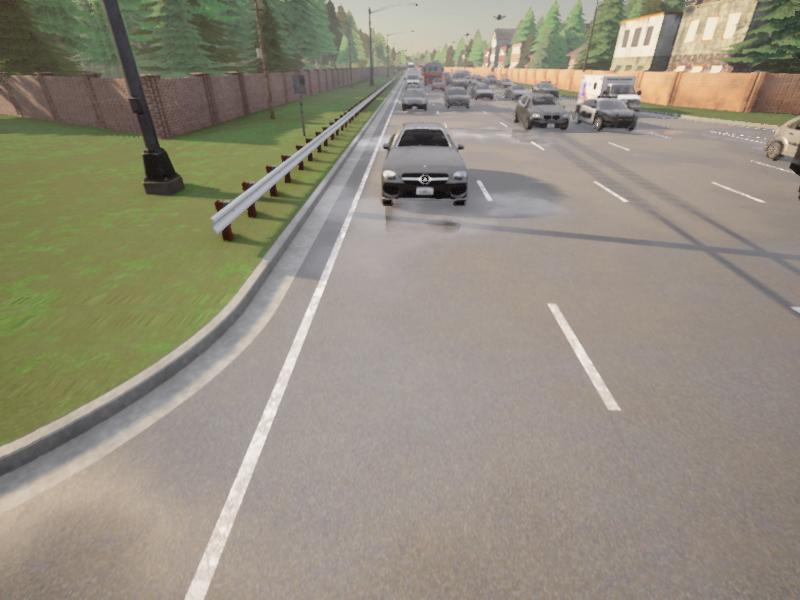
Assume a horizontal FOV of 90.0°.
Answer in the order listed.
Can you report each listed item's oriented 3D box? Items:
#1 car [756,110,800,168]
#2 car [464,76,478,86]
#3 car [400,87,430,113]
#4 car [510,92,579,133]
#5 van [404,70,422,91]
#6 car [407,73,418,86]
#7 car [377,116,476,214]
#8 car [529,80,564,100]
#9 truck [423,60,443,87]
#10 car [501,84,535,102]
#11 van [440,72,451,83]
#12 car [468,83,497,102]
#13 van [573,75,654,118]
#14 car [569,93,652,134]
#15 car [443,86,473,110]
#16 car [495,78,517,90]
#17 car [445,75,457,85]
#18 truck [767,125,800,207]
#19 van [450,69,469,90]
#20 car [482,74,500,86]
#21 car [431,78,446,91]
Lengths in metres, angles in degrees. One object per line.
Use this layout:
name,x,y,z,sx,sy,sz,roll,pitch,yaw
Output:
car,14.690,-5.258,13.384,1.851,1.617,3.988,1,30,1
car,12.716,-39.468,72.051,1.970,1.475,3.806,1,30,1
car,1.158,-15.774,31.481,2.163,1.488,4.792,1,30,1
car,7.929,-10.673,22.575,2.242,1.667,4.611,1,30,1
van,1.831,-31.374,57.191,2.351,2.431,6.366,1,30,1
car,2.211,-39.640,71.868,1.932,1.855,4.605,1,30,1
car,0.634,-4.027,11.270,2.152,1.651,5.027,1,30,1
car,15.451,-22.365,42.579,1.930,1.638,5.238,1,30,1
truck,5.659,-39.414,69.544,2.891,3.827,8.468,1,30,1
car,11.898,-21.098,40.662,2.033,1.411,5.357,1,30,1
van,9.526,-46.721,83.855,1.775,1.987,4.442,1,30,1
car,8.411,-21.432,41.232,2.033,1.411,5.357,1,30,1
van,15.098,-14.803,28.881,2.351,2.431,6.366,1,30,1
car,11.422,-10.456,22.232,1.930,1.638,5.238,1,30,1
car,4.704,-16.775,33.178,1.837,1.490,4.892,1,30,1
car,15.916,-32.756,60.565,2.033,1.411,5.357,1,30,1
car,9.221,-39.701,72.276,1.845,1.501,3.633,1,30,1
truck,11.041,-2.130,7.551,2.390,2.098,6.274,1,31,1
van,8.911,-33.233,60.220,1.988,2.561,5.915,1,30,1
car,16.204,-39.349,71.455,2.097,1.767,4.553,1,30,1
car,5.292,-30.066,55.843,1.845,1.501,3.633,1,31,1
